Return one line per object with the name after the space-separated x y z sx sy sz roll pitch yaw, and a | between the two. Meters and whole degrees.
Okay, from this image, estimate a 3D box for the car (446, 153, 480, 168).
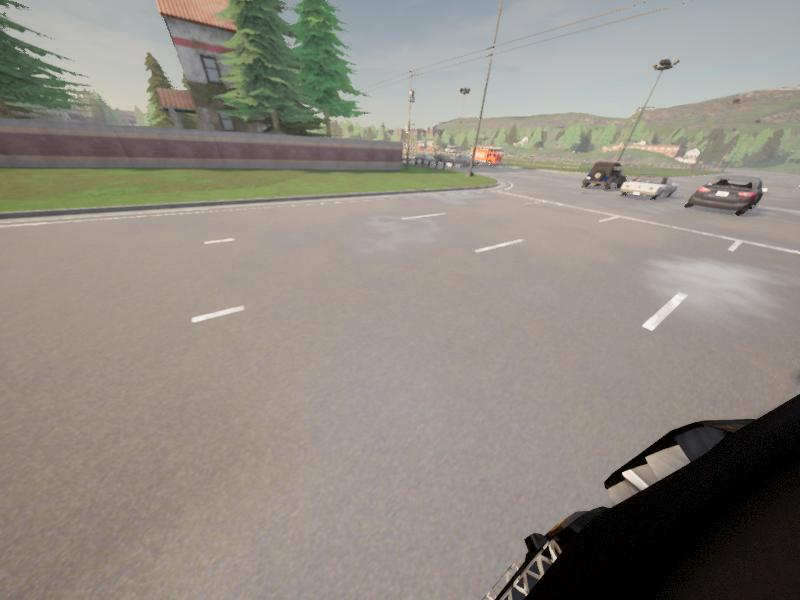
10.034 -22.442 37.104 2.152 1.651 5.027 -18 39 -28 | car

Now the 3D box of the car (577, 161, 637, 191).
16.888 -10.172 18.881 3.866 1.878 1.905 -18 39 -28 | car

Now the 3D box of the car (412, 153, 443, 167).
3.942 -20.669 34.123 1.812 1.442 4.674 -18 39 -28 | car

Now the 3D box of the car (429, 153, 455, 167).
6.550 -21.958 36.166 1.789 1.549 3.705 -18 39 -28 | car

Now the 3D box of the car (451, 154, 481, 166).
11.492 -24.676 40.660 1.882 1.535 5.008 -18 39 -28 | car

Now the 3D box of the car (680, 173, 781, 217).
18.304 -5.950 12.821 4.611 1.667 2.242 -17 39 -28 | car

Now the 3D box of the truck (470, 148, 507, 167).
15.462 -25.112 40.764 2.627 2.467 5.204 -18 39 -28 | truck

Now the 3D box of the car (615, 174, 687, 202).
17.080 -7.700 15.706 4.718 1.301 1.895 -17 39 -28 | car
